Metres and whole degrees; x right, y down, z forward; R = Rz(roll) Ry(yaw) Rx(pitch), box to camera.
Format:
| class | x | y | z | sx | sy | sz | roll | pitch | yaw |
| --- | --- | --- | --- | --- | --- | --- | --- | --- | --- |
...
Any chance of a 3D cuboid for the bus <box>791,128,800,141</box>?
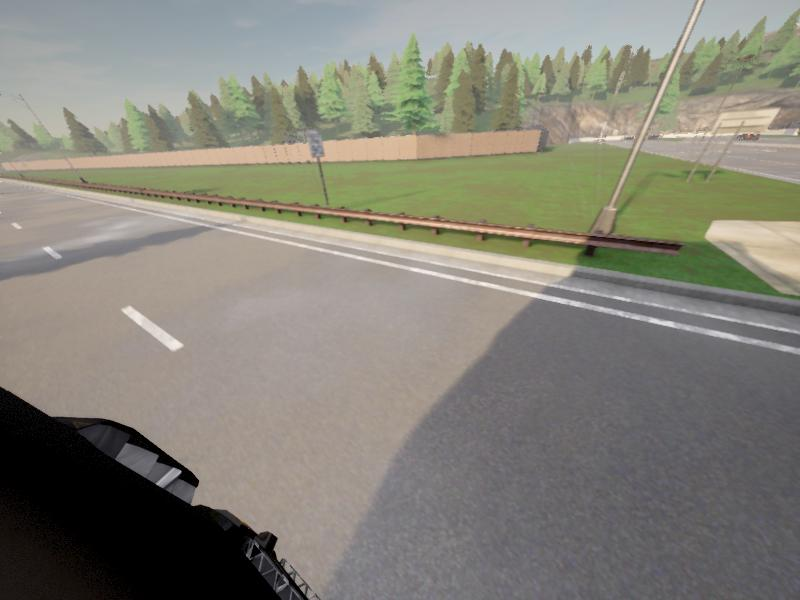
| class | x | y | z | sx | sy | sz | roll | pitch | yaw |
| --- | --- | --- | --- | --- | --- | --- | --- | --- | --- |
| bus | 62.365 | -24.502 | 31.785 | 3.944 | 4.253 | 10.273 | 16 | 38 | 26 |
